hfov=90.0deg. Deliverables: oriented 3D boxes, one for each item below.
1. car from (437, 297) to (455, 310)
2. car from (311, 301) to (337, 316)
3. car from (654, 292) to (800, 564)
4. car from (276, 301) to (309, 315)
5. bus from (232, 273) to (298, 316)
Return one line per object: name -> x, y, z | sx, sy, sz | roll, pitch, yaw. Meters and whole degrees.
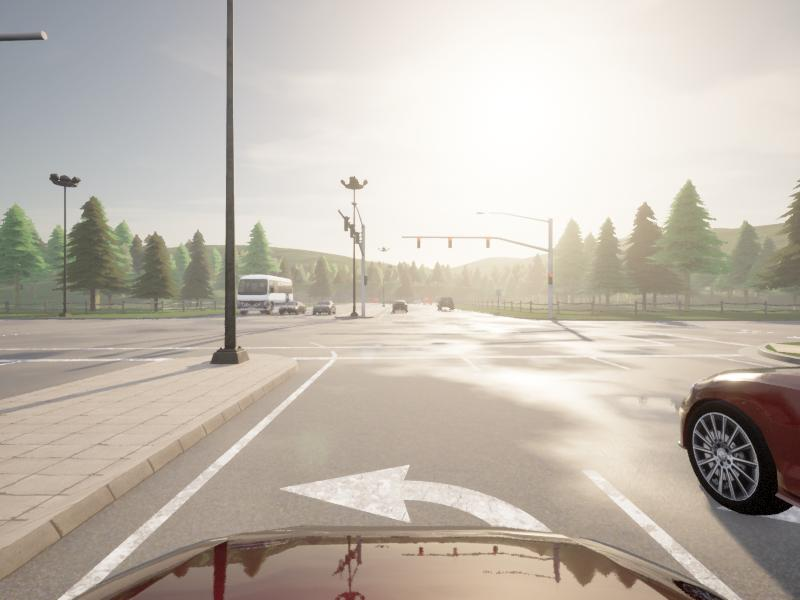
car -> 7.023, 0.514, 62.001 | 2.150, 2.045, 5.566 | 0, 0, 0
car -> -7.991, 0.807, 42.501 | 1.837, 1.490, 4.892 | 0, 0, 0
car -> 3.500, 0.779, 1.307 | 2.152, 1.651, 5.027 | 0, 0, 0
car -> -11.492, 0.857, 43.184 | 2.033, 1.411, 5.357 | 0, 0, 0
bus -> -14.869, -0.573, 45.259 | 3.944, 4.253, 10.273 | 0, 0, 0
